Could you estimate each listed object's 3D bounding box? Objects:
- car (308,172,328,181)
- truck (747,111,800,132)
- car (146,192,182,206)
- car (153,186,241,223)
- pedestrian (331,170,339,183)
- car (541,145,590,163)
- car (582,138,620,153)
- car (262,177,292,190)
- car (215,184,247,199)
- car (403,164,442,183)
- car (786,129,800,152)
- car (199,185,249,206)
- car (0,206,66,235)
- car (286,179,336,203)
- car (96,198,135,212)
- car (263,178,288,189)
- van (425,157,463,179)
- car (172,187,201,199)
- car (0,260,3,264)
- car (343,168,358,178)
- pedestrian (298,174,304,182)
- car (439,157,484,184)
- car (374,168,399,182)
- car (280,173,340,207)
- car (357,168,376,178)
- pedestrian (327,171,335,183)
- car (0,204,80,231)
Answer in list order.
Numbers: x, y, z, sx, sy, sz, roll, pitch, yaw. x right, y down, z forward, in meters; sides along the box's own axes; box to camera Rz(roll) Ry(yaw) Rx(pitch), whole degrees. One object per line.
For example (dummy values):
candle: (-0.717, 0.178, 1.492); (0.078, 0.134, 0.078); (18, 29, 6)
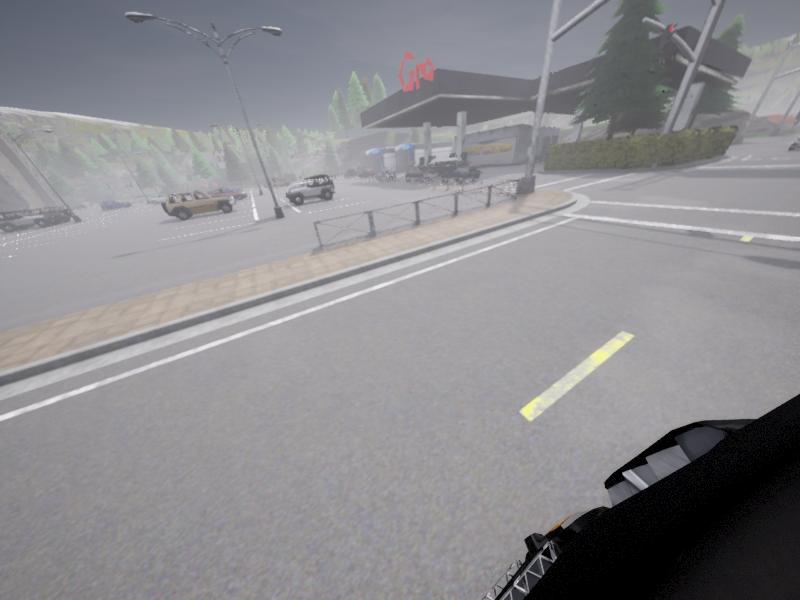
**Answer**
car: (-23.672, -35.880, 67.066); (4.792, 1.488, 2.163); (-1, 32, 10)
truck: (73.042, -34.653, 44.924); (2.627, 2.467, 5.204); (-21, 34, -22)
car: (-41.558, -17.919, 40.829); (3.806, 1.475, 1.970); (-21, 34, -23)
car: (-15.608, -7.628, 18.205); (4.605, 1.855, 1.932); (-21, 34, -23)
pedestrian: (-11.488, -21.765, 40.725); (0.751, 1.860, 0.751); (-20, 33, -20)
car: (22.386, -19.817, 31.462); (2.242, 1.667, 4.611); (-21, 34, -23)
car: (37.290, -28.816, 43.057); (2.097, 1.767, 4.553); (-21, 34, -22)
car: (-25.422, -24.178, 47.820); (5.027, 1.636, 2.152); (-21, 34, -23)
car: (-26.125, -16.801, 35.807); (3.633, 1.501, 1.845); (-21, 34, -23)
car: (2.462, -14.605, 26.751); (2.033, 1.649, 4.856); (-21, 34, -22)
car: (30.284, -11.754, 16.535); (4.674, 1.442, 1.812); (-21, 33, -23)
car: (-21.183, -12.751, 28.124); (4.514, 1.523, 2.007); (-21, 34, -23)
car: (-38.516, -8.269, 23.760); (3.866, 1.878, 1.905); (-21, 34, -23)
car: (-8.300, -10.269, 21.610); (3.806, 1.475, 1.970); (-21, 34, -23)
car: (-49.433, -16.643, 40.272); (3.633, 1.501, 1.845); (-21, 34, -23)
car: (-27.029, -25.425, 50.208); (4.514, 1.523, 2.007); (-21, 34, -23)
van: (5.261, -16.116, 28.281); (2.069, 2.038, 4.480); (-21, 34, -22)
car: (-52.092, -26.183, 56.366); (4.605, 1.855, 1.932); (-22, 34, -23)
car: (-20.746, -1.277, 9.166); (4.514, 1.523, 2.007); (-21, 34, -23)
car: (-11.824, -30.183, 54.948); (1.905, 1.878, 3.866); (-21, 34, -22)
pedestrian: (-26.582, -32.708, 62.009); (0.751, 1.860, 0.751); (-27, 36, -29)
car: (5.631, -12.086, 21.725); (1.905, 1.878, 3.866); (-21, 34, -22)
car: (-1.945, -18.187, 33.661); (1.970, 1.475, 3.806); (-21, 34, -22)
car: (-7.198, -8.956, 18.683); (3.866, 1.878, 1.905); (-21, 34, -23)
car: (-6.866, -25.943, 47.345); (2.007, 1.525, 4.514); (-21, 34, -22)
pedestrian: (-12.746, -22.814, 42.700); (0.751, 1.860, 0.751); (-21, 34, -22)
car: (-40.317, -9.292, 25.839); (4.605, 1.855, 1.932); (-21, 34, -23)
